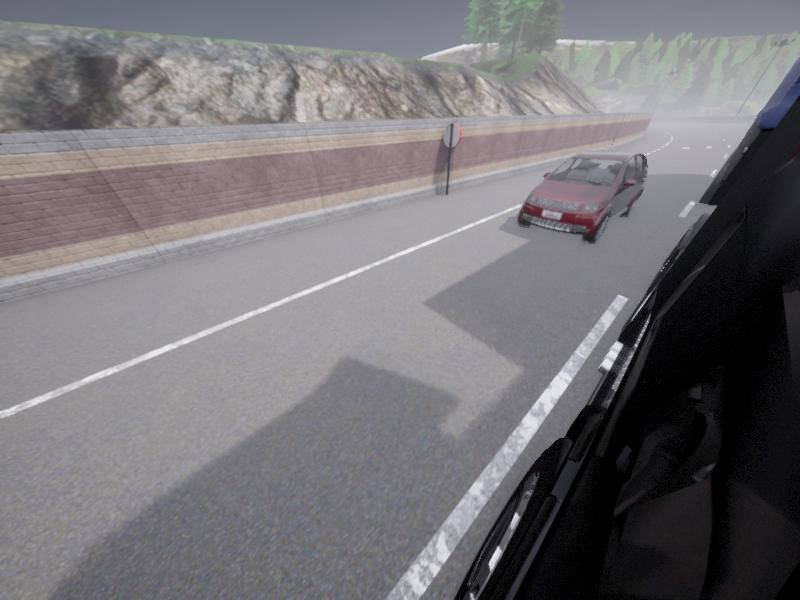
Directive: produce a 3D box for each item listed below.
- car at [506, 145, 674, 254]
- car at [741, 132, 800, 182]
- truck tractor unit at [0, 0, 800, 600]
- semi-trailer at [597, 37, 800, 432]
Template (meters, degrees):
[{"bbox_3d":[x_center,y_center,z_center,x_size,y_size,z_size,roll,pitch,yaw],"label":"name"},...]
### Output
[{"bbox_3d":[4.613,-2.704,5.655,3.705,1.549,1.789,-28,44,-29],"label":"car"},{"bbox_3d":[16.213,-6.019,9.518,4.718,1.301,1.895,-28,44,-29],"label":"car"},{"bbox_3d":[2.645,-0.295,0.351,6.516,4.208,3.053,-28,44,-30],"label":"truck tractor unit"},{"bbox_3d":[8.715,-3.606,4.194,14.254,4.402,2.717,-28,44,-29],"label":"semi-trailer"}]
